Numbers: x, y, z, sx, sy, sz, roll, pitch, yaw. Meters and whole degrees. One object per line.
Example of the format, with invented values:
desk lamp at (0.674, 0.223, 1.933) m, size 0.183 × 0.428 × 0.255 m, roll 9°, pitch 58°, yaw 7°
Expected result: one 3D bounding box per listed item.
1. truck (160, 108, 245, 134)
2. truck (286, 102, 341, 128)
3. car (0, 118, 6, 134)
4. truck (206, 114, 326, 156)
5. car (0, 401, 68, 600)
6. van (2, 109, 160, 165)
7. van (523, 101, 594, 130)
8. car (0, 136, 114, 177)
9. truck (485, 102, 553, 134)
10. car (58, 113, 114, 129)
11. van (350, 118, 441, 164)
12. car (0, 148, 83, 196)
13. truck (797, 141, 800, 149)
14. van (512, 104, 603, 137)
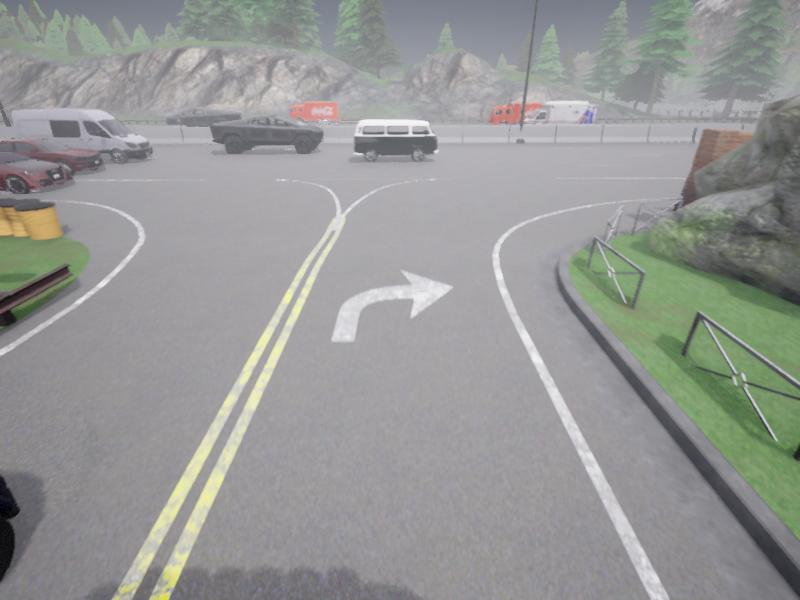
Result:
truck at (-17.971, -16.414, 36.642) m, size 6.274 × 2.098 × 2.390 m, roll 0°, pitch 27°, yaw 1°
truck at (-9.130, -19.796, 42.764) m, size 5.204 × 2.467 × 2.627 m, roll 0°, pitch 27°, yaw -1°
car at (-39.598, -15.977, 36.509) m, size 5.008 × 1.535 × 1.882 m, roll -1°, pitch 27°, yaw 0°
truck at (-7.862, -10.014, 24.192) m, size 6.274 × 2.098 × 2.390 m, roll 0°, pitch 27°, yaw 0°
car at (-3.556, 1.910, 1.225) m, size 1.789 × 1.549 × 3.705 m, roll 0°, pitch 27°, yaw -1°
van at (-16.368, -8.549, 20.911) m, size 5.915 × 2.561 × 1.988 m, roll 0°, pitch 27°, yaw 0°
van at (15.609, -18.388, 39.835) m, size 5.915 × 2.561 × 1.988 m, roll 0°, pitch 27°, yaw 0°
car at (-16.272, -6.501, 18.032) m, size 5.008 × 1.535 × 1.882 m, roll 0°, pitch 27°, yaw -1°
truck at (10.762, -16.725, 36.697) m, size 5.204 × 2.467 × 2.627 m, roll -1°, pitch 27°, yaw 0°
car at (-33.500, -19.197, 42.792) m, size 4.193 × 1.474 × 1.816 m, roll 0°, pitch 27°, yaw 0°
van at (-0.238, -8.433, 21.158) m, size 4.480 × 2.038 × 2.069 m, roll -1°, pitch 27°, yaw 0°
car at (-14.927, -4.830, 14.971) m, size 4.181 × 1.385 × 1.994 m, roll 0°, pitch 27°, yaw 0°
truck at (28.935, -10.255, 24.488) m, size 6.274 × 2.098 × 2.390 m, roll 0°, pitch 27°, yaw 0°
van at (13.071, -15.113, 33.618) m, size 6.366 × 2.431 × 2.351 m, roll 0°, pitch 27°, yaw -1°
